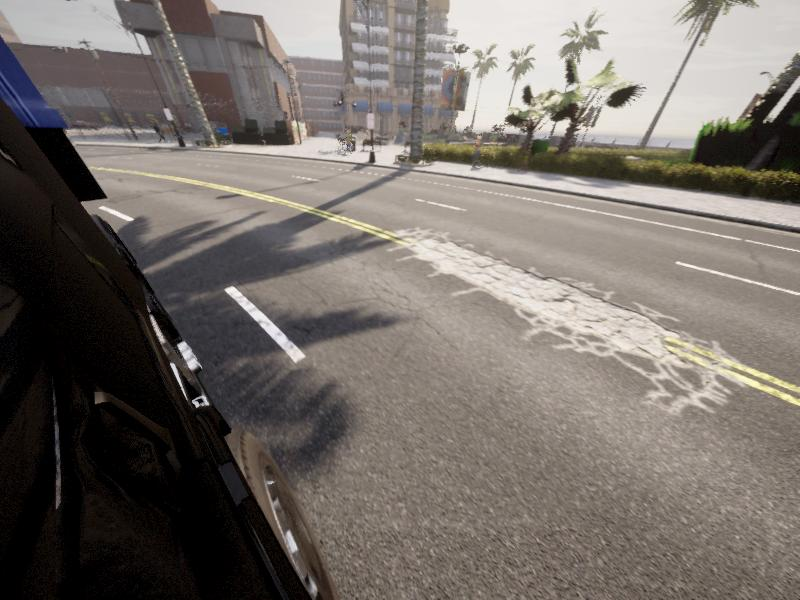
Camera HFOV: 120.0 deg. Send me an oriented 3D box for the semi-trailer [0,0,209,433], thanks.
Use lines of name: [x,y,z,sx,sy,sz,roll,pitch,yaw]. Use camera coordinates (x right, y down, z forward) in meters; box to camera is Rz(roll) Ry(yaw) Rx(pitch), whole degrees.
semi-trailer: [-9.173,-3.212,3.726,14.254,4.402,2.717,22,41,24]

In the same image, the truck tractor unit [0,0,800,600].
truck tractor unit: [-2.645,-0.295,0.352,6.516,4.208,3.053,28,44,30]

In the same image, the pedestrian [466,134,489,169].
pedestrian: [5.079,-9.752,15.176,0.751,1.860,0.751,-28,46,-34]

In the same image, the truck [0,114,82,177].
truck: [-19.019,-6.985,10.215,6.274,2.098,2.390,7,37,6]

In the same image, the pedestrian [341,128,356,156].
pedestrian: [-4.247,-13.158,19.249,0.751,1.860,0.751,14,38,15]

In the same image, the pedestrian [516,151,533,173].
pedestrian: [7.721,-8.525,14.306,0.500,1.100,0.500,25,42,28]

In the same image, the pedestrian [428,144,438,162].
pedestrian: [2.493,-11.065,17.439,0.500,1.100,0.500,21,40,23]

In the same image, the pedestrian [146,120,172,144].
pedestrian: [-23.570,-16.452,22.624,0.751,1.860,0.751,1,37,-1]
